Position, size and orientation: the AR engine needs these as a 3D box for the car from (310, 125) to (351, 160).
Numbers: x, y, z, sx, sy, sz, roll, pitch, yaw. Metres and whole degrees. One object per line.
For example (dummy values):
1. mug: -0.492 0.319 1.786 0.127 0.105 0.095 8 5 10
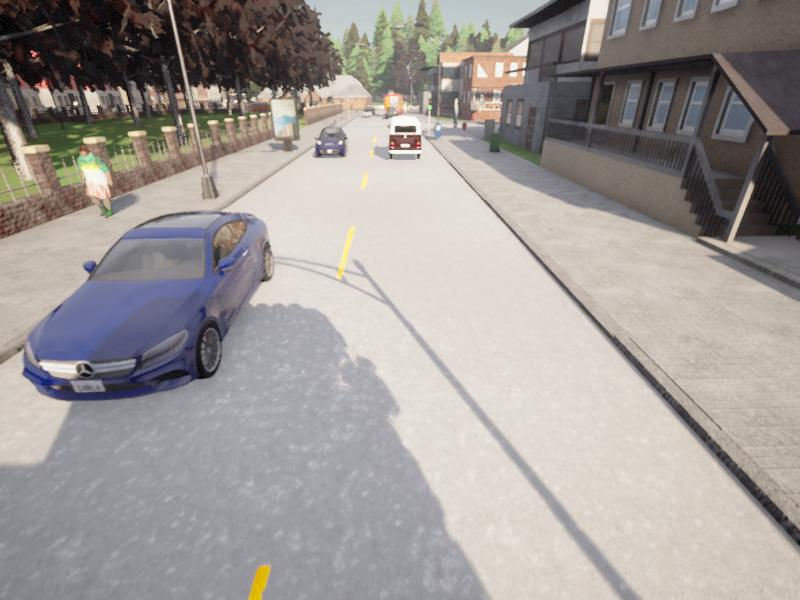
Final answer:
1. car: -3.817 -8.939 22.590 1.845 1.501 3.633 -2 27 -3

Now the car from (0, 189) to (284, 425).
1. car: -3.231 -0.422 5.961 1.812 1.442 4.674 -1 27 -2

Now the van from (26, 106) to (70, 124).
1. van: -50.085 -26.405 57.023 2.069 2.038 4.480 -1 27 -1

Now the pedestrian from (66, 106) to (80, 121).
1. pedestrian: -45.276 -25.897 55.427 0.751 1.860 0.751 1 27 1

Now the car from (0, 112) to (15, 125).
1. car: -53.931 -23.748 52.477 2.128 1.511 4.902 -1 27 -1

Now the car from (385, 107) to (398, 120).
1. car: -1.246 -28.105 60.112 1.851 1.617 3.988 1 27 2

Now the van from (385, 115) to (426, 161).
1. van: 0.259 -9.285 22.690 2.069 2.038 4.480 0 27 -1

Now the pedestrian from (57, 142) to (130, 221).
1. pedestrian: -7.985 -3.105 10.508 0.751 1.860 0.751 0 27 0

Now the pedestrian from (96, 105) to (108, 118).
1. pedestrian: -45.436 -28.763 61.054 0.751 1.860 0.751 0 27 -1

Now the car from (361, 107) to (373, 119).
1. car: -5.136 -29.275 62.512 1.845 1.501 3.633 -2 27 -3

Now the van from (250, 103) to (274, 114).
1. van: -29.850 -41.601 86.806 4.442 1.987 1.775 -1 27 -1

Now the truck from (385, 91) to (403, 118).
1. truck: -1.066 -32.680 66.652 2.891 3.827 8.468 -1 27 -2

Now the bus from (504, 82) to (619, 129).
1. bus: 17.064 -21.047 43.262 10.273 4.253 3.944 -2 27 -3
